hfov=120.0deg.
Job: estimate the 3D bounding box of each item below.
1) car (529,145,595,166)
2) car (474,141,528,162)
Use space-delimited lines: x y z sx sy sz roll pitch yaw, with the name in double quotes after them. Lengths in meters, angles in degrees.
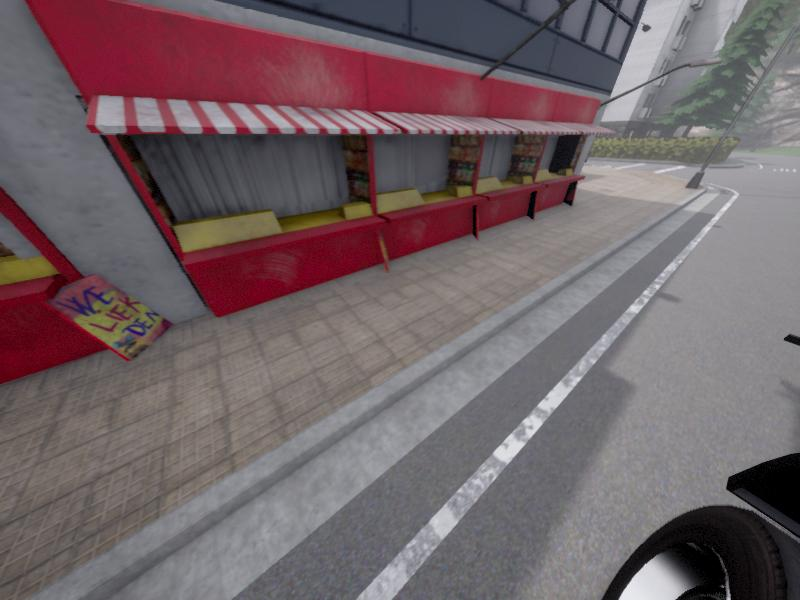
14.443 -13.083 20.837 1.994 1.385 4.181 -24 41 -29 "car"
10.686 -16.071 24.841 2.242 1.667 4.611 -24 41 -30 "car"
